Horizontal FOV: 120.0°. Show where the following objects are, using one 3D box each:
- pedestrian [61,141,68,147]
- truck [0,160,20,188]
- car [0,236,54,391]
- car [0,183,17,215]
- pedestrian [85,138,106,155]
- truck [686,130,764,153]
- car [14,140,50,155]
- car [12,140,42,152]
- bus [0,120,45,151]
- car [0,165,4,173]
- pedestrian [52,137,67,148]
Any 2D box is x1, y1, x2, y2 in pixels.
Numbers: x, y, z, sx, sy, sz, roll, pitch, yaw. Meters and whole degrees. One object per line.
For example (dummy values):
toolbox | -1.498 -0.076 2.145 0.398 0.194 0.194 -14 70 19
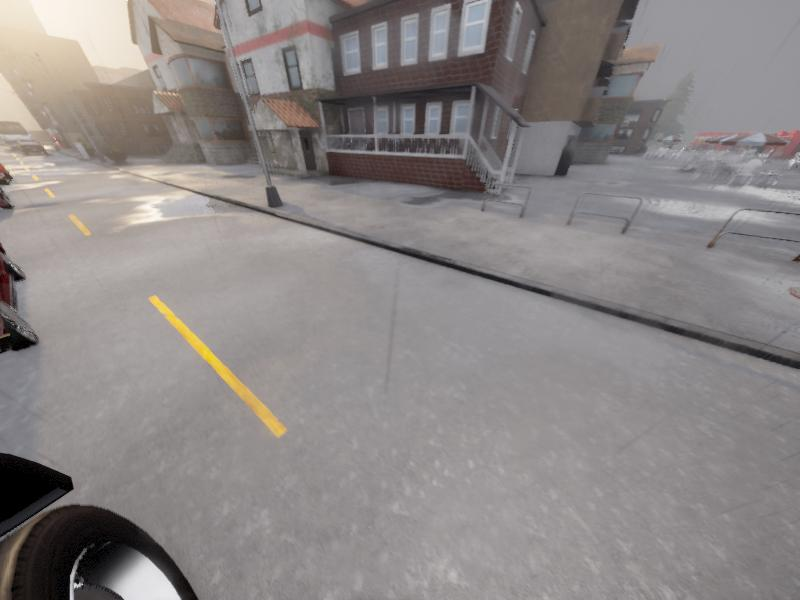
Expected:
pedestrian | -73.531 -34.227 50.617 0.500 1.100 0.500 29 44 34
truck | -23.193 -7.338 11.954 5.204 2.467 2.627 23 41 27
car | -6.572 -0.073 2.829 4.718 1.301 1.895 22 41 28
car | -15.886 -3.902 8.113 4.181 1.385 1.994 22 41 28
pedestrian | -39.545 -19.949 30.010 0.751 1.860 0.751 22 40 27
truck | 68.750 -33.998 49.385 8.468 3.827 2.891 22 41 28
car | -51.872 -21.512 32.531 5.238 1.638 1.930 22 41 28
car | -60.353 -24.930 37.393 5.008 1.535 1.882 22 41 28
bus | -71.366 -30.452 42.773 10.273 4.253 3.944 22 41 28
car | -30.979 -10.272 16.560 3.866 1.878 1.905 22 41 28
pedestrian | -68.944 -31.929 46.741 0.751 1.860 0.751 16 38 21
